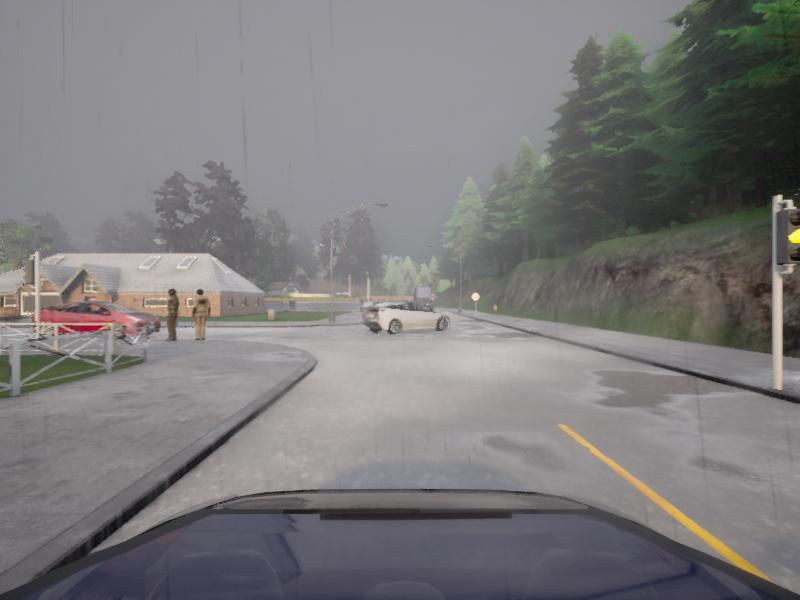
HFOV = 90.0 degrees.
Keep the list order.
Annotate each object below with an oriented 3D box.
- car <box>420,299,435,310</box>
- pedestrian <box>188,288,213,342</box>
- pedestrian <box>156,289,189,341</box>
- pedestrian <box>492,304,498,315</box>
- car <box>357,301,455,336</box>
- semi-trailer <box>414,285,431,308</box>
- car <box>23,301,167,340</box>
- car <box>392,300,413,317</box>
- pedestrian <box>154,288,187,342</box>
[{"bbox_3d":[4.364,0.747,64.315,2.242,1.667,4.611,0,0,0],"label":"car"},{"bbox_3d":[-7.212,0.514,14.433,0.751,1.860,0.751,0,0,-32],"label":"pedestrian"},{"bbox_3d":[-8.343,0.523,14.695,0.751,1.860,0.751,0,0,6],"label":"pedestrian"},{"bbox_3d":[9.063,0.907,38.083,0.500,1.100,0.500,0,0,11],"label":"pedestrian"},{"bbox_3d":[0.376,0.825,19.607,4.514,1.525,2.007,0,0,-36],"label":"car"},{"bbox_3d":[4.456,-0.630,81.869,2.717,4.402,14.254,0,0,0],"label":"semi-trailer"},{"bbox_3d":[-12.658,0.827,16.817,4.514,1.525,2.007,0,0,0],"label":"car"},{"bbox_3d":[0.240,0.820,40.349,2.038,1.542,4.974,0,0,0],"label":"car"},{"bbox_3d":[-8.092,0.514,14.153,0.751,1.860,0.751,0,0,-3],"label":"pedestrian"}]
